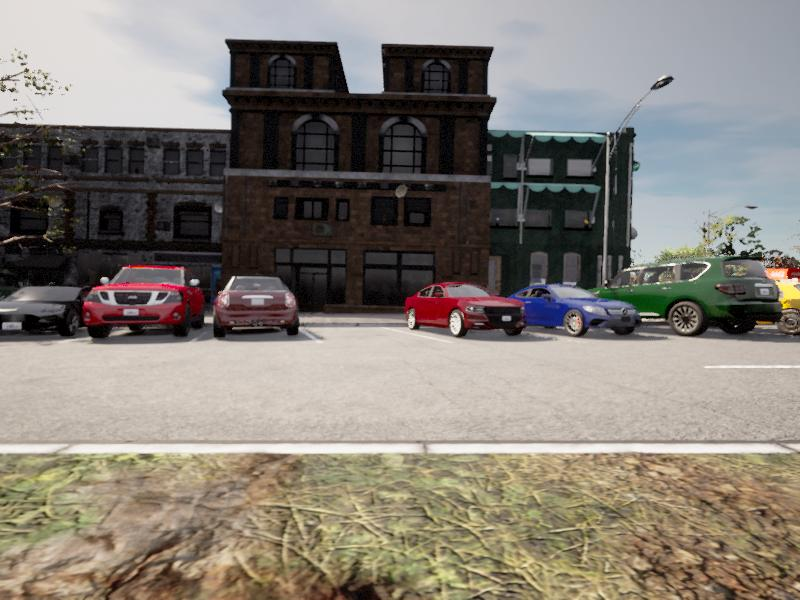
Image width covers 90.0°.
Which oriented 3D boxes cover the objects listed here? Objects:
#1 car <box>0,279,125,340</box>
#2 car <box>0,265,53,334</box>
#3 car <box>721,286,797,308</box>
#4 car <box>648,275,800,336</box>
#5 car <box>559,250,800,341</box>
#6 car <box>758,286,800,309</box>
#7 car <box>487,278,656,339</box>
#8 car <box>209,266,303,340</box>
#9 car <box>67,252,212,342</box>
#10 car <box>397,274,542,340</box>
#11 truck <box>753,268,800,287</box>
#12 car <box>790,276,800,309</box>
[{"bbox_3d":[-10.290,0.262,12.032,2.163,1.488,4.792,0,-1,-20],"label":"car"},{"bbox_3d":[-13.295,-0.013,12.039,2.435,2.045,5.566,0,-1,-20],"label":"car"},{"bbox_3d":[27.465,-0.176,30.614,4.892,1.521,2.231,1,0,-19],"label":"car"},{"bbox_3d":[10.736,0.164,12.164,1.946,1.575,5.366,0,-1,-20],"label":"car"},{"bbox_3d":[7.760,-0.066,12.029,2.435,2.045,5.566,0,-1,-20],"label":"car"},{"bbox_3d":[27.429,-0.138,27.657,4.674,1.452,2.002,1,0,-19],"label":"car"},{"bbox_3d":[4.760,0.240,12.015,2.002,1.452,4.674,0,-1,-20],"label":"car"},{"bbox_3d":[-4.284,0.095,12.019,2.185,1.767,4.553,0,-1,-20],"label":"car"},{"bbox_3d":[-7.280,-0.025,12.034,2.435,2.045,5.566,0,-1,-20],"label":"car"},{"bbox_3d":[1.735,0.209,12.031,2.097,1.535,5.008,0,-1,-20],"label":"car"},{"bbox_3d":[51.856,-3.073,54.758,2.627,2.467,5.204,2,4,4],"label":"truck"},{"bbox_3d":[27.370,-0.430,24.682,5.566,2.045,2.435,1,0,-19],"label":"car"}]
